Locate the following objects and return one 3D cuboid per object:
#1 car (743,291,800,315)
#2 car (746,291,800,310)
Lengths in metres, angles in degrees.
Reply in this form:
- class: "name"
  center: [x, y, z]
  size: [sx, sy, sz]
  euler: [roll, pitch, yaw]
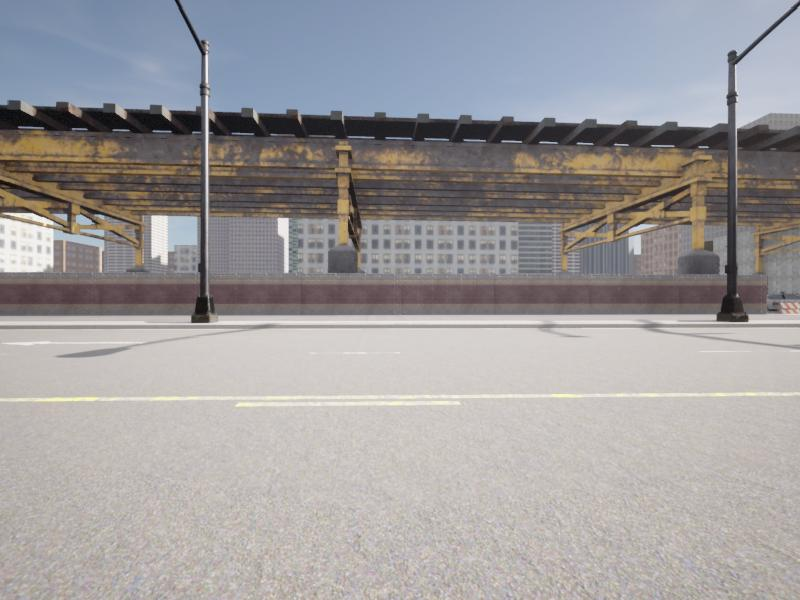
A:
- class: "car"
  center: [27.003, 0.196, 27.666]
  size: [4.974, 1.542, 2.038]
  euler: [0, 0, 42]
- class: "car"
  center: [26.964, 0.038, 27.700]
  size: [4.536, 1.218, 1.853]
  euler: [0, 0, 42]
